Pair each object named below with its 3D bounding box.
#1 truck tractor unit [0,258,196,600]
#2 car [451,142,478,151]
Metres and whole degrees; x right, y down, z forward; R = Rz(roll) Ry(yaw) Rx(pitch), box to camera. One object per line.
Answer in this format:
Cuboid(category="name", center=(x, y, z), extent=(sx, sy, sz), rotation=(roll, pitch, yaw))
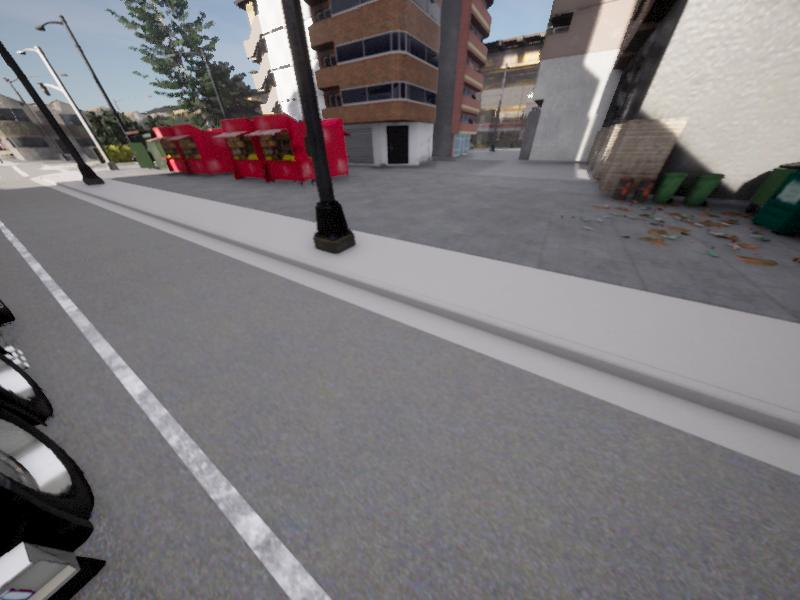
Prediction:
Cuboid(category="truck tractor unit", center=(-5.101, -0.309, 0.799), extent=(6.516, 4.208, 3.053), rotation=(19, 39, 25))
Cuboid(category="car", center=(13.905, -33.235, 49.998), extent=(4.902, 1.511, 2.128), rotation=(18, 39, 26))
